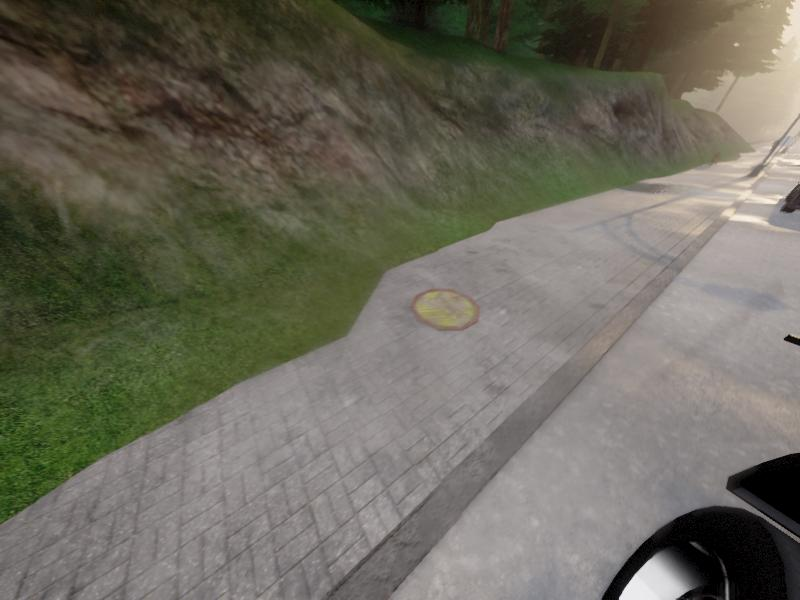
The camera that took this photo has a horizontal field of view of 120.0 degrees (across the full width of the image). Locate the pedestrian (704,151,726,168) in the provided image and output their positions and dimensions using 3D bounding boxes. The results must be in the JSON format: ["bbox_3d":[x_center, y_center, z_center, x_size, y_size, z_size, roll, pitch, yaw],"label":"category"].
[{"bbox_3d":[25.273,-11.261,18.528,0.500,1.100,0.500,-19,39,-24],"label":"pedestrian"}]

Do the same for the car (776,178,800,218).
[{"bbox_3d":[15.512,-3.853,7.819,4.611,1.667,2.242,-22,41,-28],"label":"car"}]
